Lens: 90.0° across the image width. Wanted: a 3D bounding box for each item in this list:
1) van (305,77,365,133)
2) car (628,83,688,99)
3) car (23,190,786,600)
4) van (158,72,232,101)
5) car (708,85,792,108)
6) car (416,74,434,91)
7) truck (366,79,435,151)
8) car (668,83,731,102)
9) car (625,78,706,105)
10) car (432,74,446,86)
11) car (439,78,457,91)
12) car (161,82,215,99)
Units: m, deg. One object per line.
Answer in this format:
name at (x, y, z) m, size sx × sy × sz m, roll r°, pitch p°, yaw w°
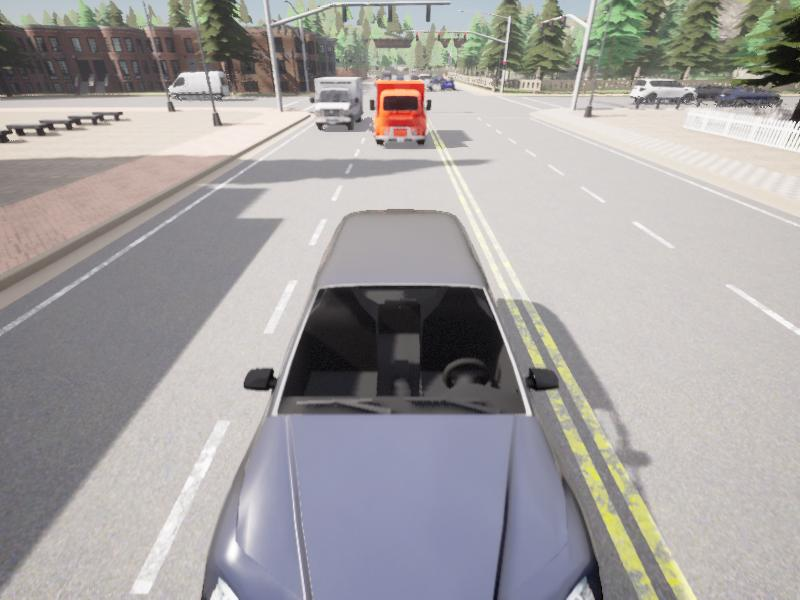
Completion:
van at (-3.479, -11.326, 22.965) m, size 2.351 × 2.431 × 6.366 m, roll 0°, pitch 30°, yaw 0°
car at (27.677, -22.545, 43.098) m, size 4.792 × 1.488 × 2.163 m, roll 0°, pitch 30°, yaw -1°
car at (0.009, 0.472, 3.542) m, size 2.242 × 1.667 × 4.611 m, roll 0°, pitch 30°, yaw 0°
van at (-20.425, -21.418, 40.109) m, size 5.915 × 2.561 × 1.988 m, roll 0°, pitch 30°, yaw -1°
car at (29.601, -17.282, 33.951) m, size 4.856 × 1.649 × 2.033 m, roll 0°, pitch 30°, yaw 0°
car at (3.542, -31.523, 57.889) m, size 2.150 × 2.045 × 5.566 m, roll 0°, pitch 30°, yaw 0°
truck at (0.022, -8.561, 18.196) m, size 2.627 × 2.467 × 5.204 m, roll 0°, pitch 30°, yaw 0°
car at (29.949, -20.823, 40.108) m, size 4.514 × 1.525 × 2.007 m, roll -1°, pitch 30°, yaw -1°
car at (24.310, -19.234, 36.870) m, size 5.566 × 2.045 × 2.150 m, roll 0°, pitch 30°, yaw 0°
car at (7.049, -40.501, 73.495) m, size 2.097 × 1.767 × 4.553 m, roll 0°, pitch 30°, yaw 0°
car at (7.041, -31.785, 58.870) m, size 2.007 × 1.525 × 4.514 m, roll 0°, pitch 30°, yaw 0°
car at (-22.854, -22.707, 43.315) m, size 4.514 × 1.525 × 2.007 m, roll -1°, pitch 30°, yaw -2°
